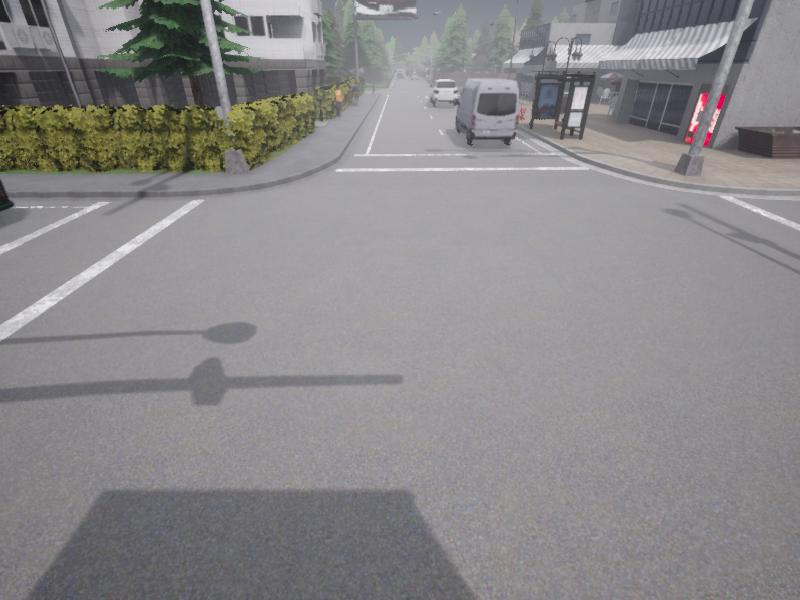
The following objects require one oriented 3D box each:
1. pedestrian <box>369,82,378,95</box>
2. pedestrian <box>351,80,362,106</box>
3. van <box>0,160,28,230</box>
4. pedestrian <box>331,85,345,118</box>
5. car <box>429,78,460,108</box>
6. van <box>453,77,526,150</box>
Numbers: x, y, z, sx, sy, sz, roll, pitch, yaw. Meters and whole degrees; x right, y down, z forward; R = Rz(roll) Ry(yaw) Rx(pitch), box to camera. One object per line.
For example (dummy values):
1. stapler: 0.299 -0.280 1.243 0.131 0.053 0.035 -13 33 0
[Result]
1. pedestrian: -3.032 -24.149 45.713 0.751 1.300 0.751 9 31 14
2. pedestrian: -3.606 -17.264 33.372 0.751 1.860 0.751 -2 30 -4
3. van: -11.320 -2.404 8.518 4.442 1.987 1.775 0 30 0
4. pedestrian: -3.913 -12.553 25.309 0.751 1.860 0.751 -3 30 -5
5. car: 3.877 -18.588 35.797 2.150 2.045 5.566 0 30 0
6. van: 3.934 -8.994 18.882 1.988 2.561 5.915 0 31 0
